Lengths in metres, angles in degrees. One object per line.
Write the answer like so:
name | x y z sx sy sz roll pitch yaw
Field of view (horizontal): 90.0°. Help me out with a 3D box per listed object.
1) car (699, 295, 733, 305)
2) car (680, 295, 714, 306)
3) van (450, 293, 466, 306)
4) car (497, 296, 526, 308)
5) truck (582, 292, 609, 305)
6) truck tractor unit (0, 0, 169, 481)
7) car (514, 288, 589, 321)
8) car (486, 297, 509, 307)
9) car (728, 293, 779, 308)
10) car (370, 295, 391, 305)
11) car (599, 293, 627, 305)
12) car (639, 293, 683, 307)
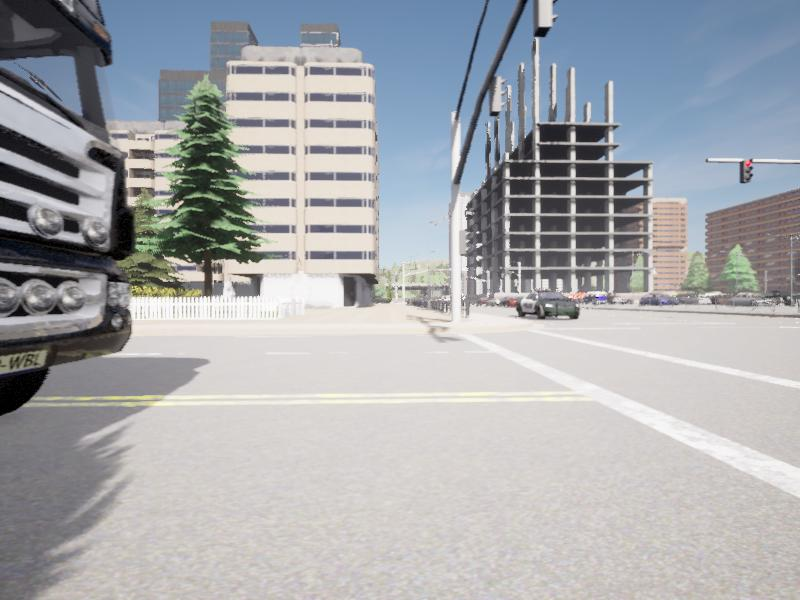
car | 45.561 0.002 57.727 1.784 1.438 3.905 0 0 -2
car | 42.667 0.040 57.638 1.970 1.475 3.806 0 0 -2
van | 9.772 -0.049 67.681 2.069 2.038 4.480 0 0 -2
car | 13.878 0.222 50.083 2.163 1.488 4.792 0 0 -2
truck | 31.065 -0.268 63.663 2.069 2.038 4.478 0 0 -2
truck tractor unit | -5.399 -1.109 2.130 6.516 4.208 3.053 -1 0 -2
car | 7.844 0.210 21.357 2.038 1.542 4.974 0 0 -1
car | 13.661 0.315 56.450 1.895 1.301 4.718 0 0 -2
car | 37.367 0.053 42.366 1.970 1.475 3.806 0 0 -2
car | -3.777 0.014 77.377 3.866 1.878 1.905 0 0 -3
car | 33.956 -0.181 63.822 1.932 1.855 4.605 0 0 -2
car | 31.545 -0.005 48.626 2.242 1.667 4.611 0 0 -2
